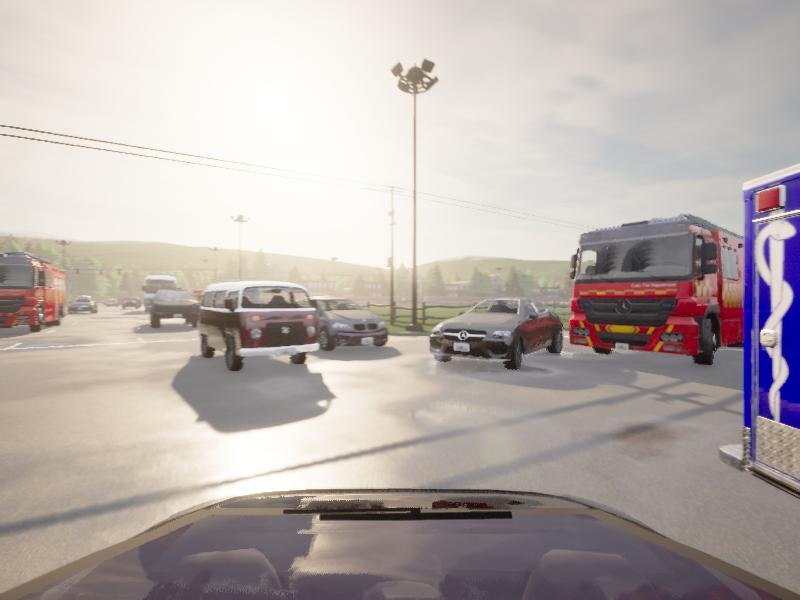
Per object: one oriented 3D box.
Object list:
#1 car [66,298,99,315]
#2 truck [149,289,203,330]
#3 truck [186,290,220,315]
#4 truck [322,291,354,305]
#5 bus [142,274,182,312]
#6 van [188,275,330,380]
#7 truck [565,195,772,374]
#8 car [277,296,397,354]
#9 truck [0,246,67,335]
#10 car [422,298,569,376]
[{"bbox_3d":[-33.296,0.622,42.060,2.152,1.651,5.027,0,0,-32],"label":"car"},{"bbox_3d":[-13.390,0.464,23.675,2.390,2.098,6.274,0,0,-33],"label":"truck"},{"bbox_3d":[-20.344,0.223,41.221,2.627,2.467,5.204,0,1,-32],"label":"truck"},{"bbox_3d":[-17.200,-0.579,111.413,8.468,3.827,2.891,0,0,-33],"label":"truck"},{"bbox_3d":[-29.472,-0.688,49.343,3.944,4.253,10.273,0,-1,-32],"label":"bus"},{"bbox_3d":[-3.780,0.544,10.163,2.069,2.038,4.480,0,0,-38],"label":"van"},{"bbox_3d":[8.675,-0.326,12.332,8.468,3.827,2.891,0,0,-39],"label":"truck"},{"bbox_3d":[-2.373,0.722,14.011,2.242,1.667,4.611,0,0,-37],"label":"car"},{"bbox_3d":[-19.742,-0.407,20.623,2.891,3.827,8.468,0,0,-32],"label":"truck"},{"bbox_3d":[2.892,0.763,11.042,2.152,1.651,5.027,0,0,37],"label":"car"}]
